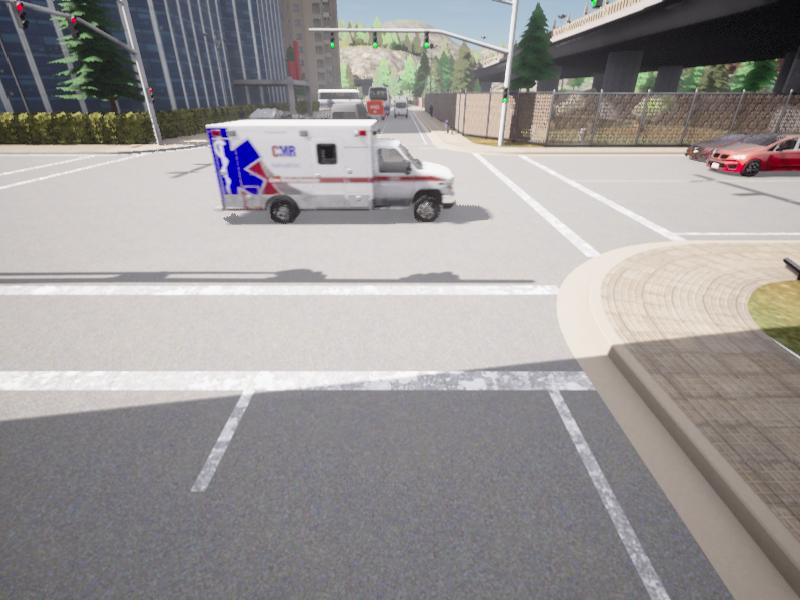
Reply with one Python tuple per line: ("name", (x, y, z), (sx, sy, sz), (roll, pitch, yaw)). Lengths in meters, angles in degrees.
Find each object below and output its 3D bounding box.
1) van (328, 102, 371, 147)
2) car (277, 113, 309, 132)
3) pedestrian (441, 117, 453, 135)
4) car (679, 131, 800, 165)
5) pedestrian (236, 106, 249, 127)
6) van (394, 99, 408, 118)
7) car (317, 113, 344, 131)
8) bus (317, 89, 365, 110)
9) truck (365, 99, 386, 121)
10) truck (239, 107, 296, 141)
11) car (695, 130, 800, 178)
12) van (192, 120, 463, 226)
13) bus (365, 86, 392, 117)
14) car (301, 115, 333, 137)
("van", (-3.412, -12.539, 28.359), (1.988, 2.561, 5.915), (2, 27, 3))
("car", (-10.393, -17.476, 39.207), (1.812, 1.442, 4.674), (0, 27, 0))
("pedestrian", (3.770, -13.991, 32.167), (0.751, 1.300, 0.751), (-6, 28, -11))
("car", (17.285, -7.840, 20.583), (4.181, 1.385, 1.994), (0, 27, 0))
("pedestrian", (-15.991, -18.669, 40.693), (0.751, 1.860, 0.751), (0, 27, 0))
("van", (0.169, -29.934, 62.340), (1.988, 2.561, 5.915), (0, 27, 0))
("car", (-6.900, -17.866, 40.050), (1.994, 1.385, 4.181), (0, 27, -1))
("bus", (-13.521, -46.259, 92.467), (10.273, 4.253, 3.944), (0, 27, 0))
("truck", (-3.352, -26.627, 56.003), (2.627, 2.467, 5.204), (0, 29, 0))
("truck", (-10.412, -14.186, 32.061), (2.390, 2.098, 6.274), (0, 27, 0))
("car", (16.183, -6.389, 17.418), (4.611, 1.667, 2.242), (0, 27, 0))
("van", (-1.695, -3.556, 10.982), (6.366, 2.431, 2.351), (0, 27, 0))
("bus", (-3.444, -33.145, 66.734), (3.944, 4.253, 10.273), (0, 27, 0))
("car", (-6.907, -14.723, 33.795), (1.816, 1.474, 4.193), (0, 27, 0))
